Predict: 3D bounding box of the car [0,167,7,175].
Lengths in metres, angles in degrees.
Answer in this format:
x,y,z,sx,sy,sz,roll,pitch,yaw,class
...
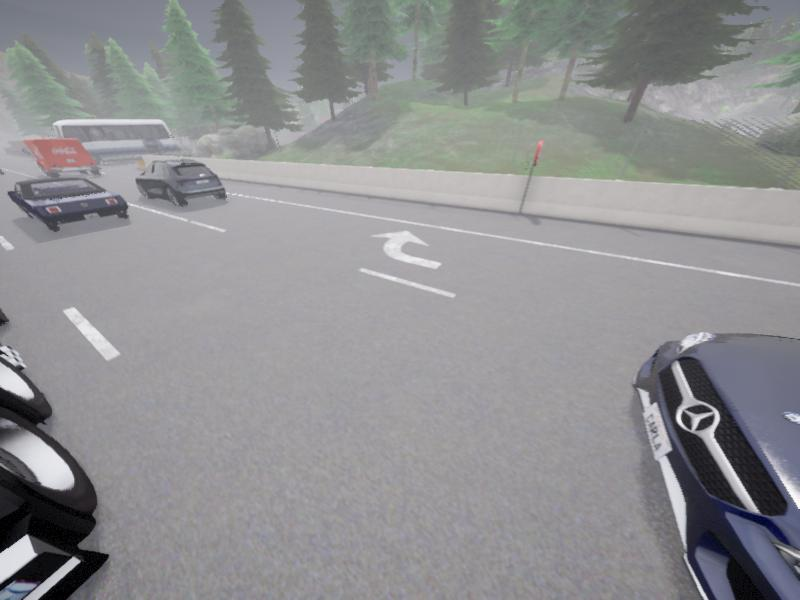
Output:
x,y,z,sx,sy,sz,roll,pitch,yaw,class
-35.963,-11.532,19.334,4.553,1.767,2.097,18,39,24,car

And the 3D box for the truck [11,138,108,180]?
x,y,z,sx,sy,sz,roll,pitch,yaw,class
-26.310,-11.011,17.902,5.204,2.467,2.627,18,39,24,truck

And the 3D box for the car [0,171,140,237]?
x,y,z,sx,sy,sz,roll,pitch,yaw,class
-11.583,-3.486,7.984,4.718,1.301,1.895,18,39,24,car

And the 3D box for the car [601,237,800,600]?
x,y,z,sx,sy,sz,roll,pitch,yaw,class
4.064,1.418,0.507,5.027,1.651,2.152,18,39,24,car

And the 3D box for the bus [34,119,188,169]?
x,y,z,sx,sy,sz,roll,pitch,yaw,class
-33.585,-19.071,27.815,3.944,4.253,10.273,22,43,28,bus

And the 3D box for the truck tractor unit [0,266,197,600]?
x,y,z,sx,sy,sz,roll,pitch,yaw,class
-5.119,-0.292,0.776,6.516,4.208,3.053,18,39,24,truck tractor unit

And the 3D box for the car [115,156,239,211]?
x,y,z,sx,sy,sz,roll,pitch,yaw,class
-10.088,-5.443,10.489,4.856,1.649,2.033,18,39,24,car
